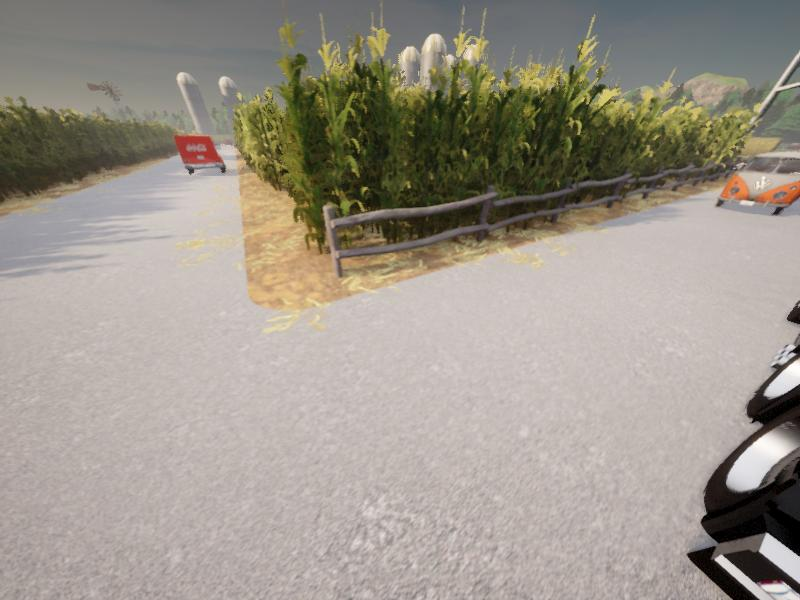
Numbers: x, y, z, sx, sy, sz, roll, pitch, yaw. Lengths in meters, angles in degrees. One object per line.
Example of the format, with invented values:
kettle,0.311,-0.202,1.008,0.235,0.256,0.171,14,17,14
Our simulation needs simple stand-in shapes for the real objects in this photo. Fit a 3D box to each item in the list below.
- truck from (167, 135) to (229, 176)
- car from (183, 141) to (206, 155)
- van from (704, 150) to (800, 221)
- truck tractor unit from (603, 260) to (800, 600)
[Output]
truck,-15.981,-11.873,18.759,2.627,2.467,5.204,-18,39,-25
car,-31.291,-23.305,35.325,1.801,1.575,5.366,-18,40,-25
van,14.676,-4.674,9.101,4.442,1.987,1.775,-18,39,-25
truck tractor unit,5.101,-0.312,0.789,6.516,4.208,3.053,-19,39,-24
